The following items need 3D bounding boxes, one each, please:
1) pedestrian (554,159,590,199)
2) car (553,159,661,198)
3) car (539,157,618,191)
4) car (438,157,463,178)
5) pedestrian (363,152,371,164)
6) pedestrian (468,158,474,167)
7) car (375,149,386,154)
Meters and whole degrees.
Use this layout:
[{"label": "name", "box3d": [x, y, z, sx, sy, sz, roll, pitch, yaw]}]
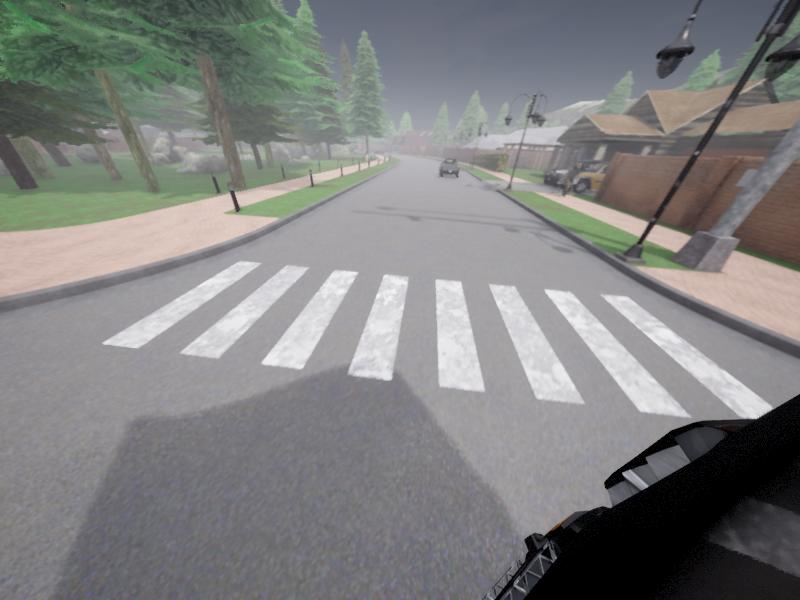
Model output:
[{"label": "pedestrian", "box3d": [9.448, -6.684, 12.793, 0.751, 1.860, 0.751, 6, 34, 5]}, {"label": "car", "box3d": [13.195, -7.992, 15.114, 4.605, 1.855, 1.932, 6, 34, 4]}, {"label": "car", "box3d": [13.079, -9.400, 17.231, 3.866, 1.878, 1.905, 6, 34, 4]}, {"label": "car", "box3d": [4.760, -12.852, 22.323, 1.845, 1.501, 3.633, 6, 34, 4]}, {"label": "pedestrian", "box3d": [-4.108, -17.756, 28.894, 0.751, 1.300, 0.751, 6, 34, 5]}, {"label": "pedestrian", "box3d": [10.538, -20.421, 34.273, 0.500, 1.100, 0.500, 1, 34, -3]}, {"label": "car", "box3d": [-6.167, -47.338, 73.636, 1.895, 1.301, 4.718, -12, 36, -21]}]
